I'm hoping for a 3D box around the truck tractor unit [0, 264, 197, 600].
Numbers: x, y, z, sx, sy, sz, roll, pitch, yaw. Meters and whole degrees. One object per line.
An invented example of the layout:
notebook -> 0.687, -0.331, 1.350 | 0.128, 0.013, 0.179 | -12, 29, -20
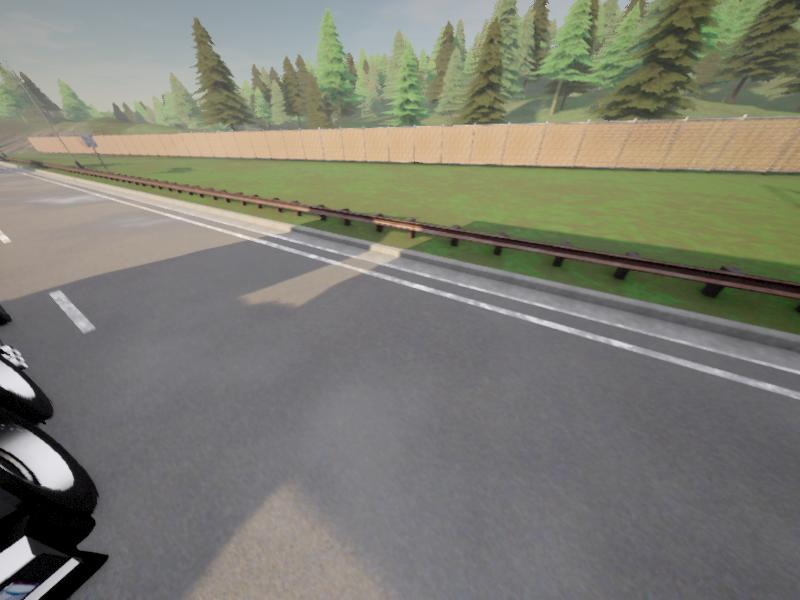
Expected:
truck tractor unit -> -5.119, -0.290, 0.783 | 6.516, 4.208, 3.053 | 18, 39, 24
